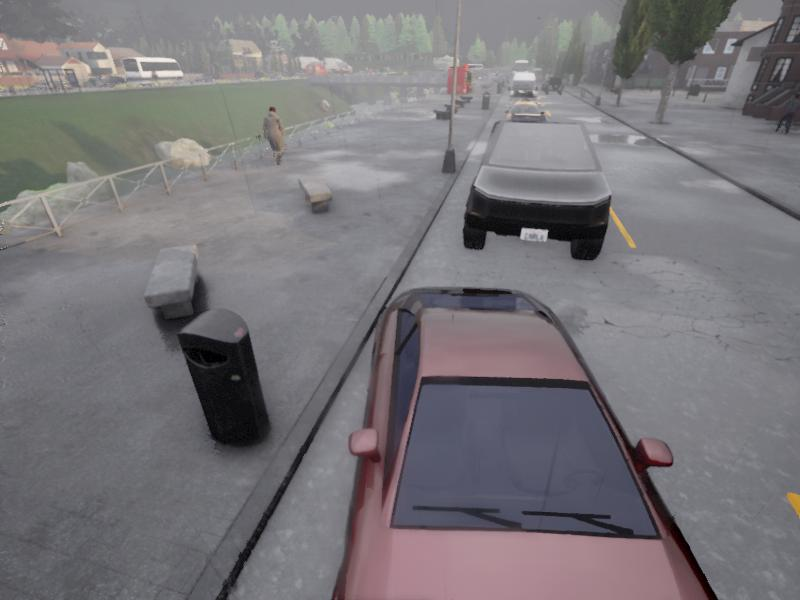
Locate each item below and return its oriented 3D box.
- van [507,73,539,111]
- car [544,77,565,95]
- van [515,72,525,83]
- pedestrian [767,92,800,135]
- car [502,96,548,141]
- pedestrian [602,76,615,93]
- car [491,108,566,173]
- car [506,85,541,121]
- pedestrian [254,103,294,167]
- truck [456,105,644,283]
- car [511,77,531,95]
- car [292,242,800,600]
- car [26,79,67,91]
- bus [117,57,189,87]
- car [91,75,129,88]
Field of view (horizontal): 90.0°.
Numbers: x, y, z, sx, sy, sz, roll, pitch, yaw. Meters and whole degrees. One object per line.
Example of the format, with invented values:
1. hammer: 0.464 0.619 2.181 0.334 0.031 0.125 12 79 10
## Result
1. van: 10.273 -17.557 33.545 1.988 2.561 5.915 7 31 12
2. car: 19.187 -26.694 49.843 1.905 1.878 3.866 7 31 12
3. van: 25.012 -46.369 83.403 1.775 1.987 4.442 7 31 12
4. pedestrian: 19.012 -9.110 19.547 0.751 1.860 0.751 5 31 9
5. car: 6.456 -9.606 20.886 1.801 1.575 5.366 7 31 12
6. pedestrian: 26.007 -26.866 49.935 0.751 1.860 0.751 3 30 5
7. car: 4.721 -6.158 15.055 2.128 1.511 4.902 7 31 12
8. car: 8.410 -13.588 27.407 1.932 1.855 4.605 7 31 12
9. pedestrian: -4.154 -5.476 13.306 0.751 1.860 0.751 7 31 12
10. truck: 2.918 -2.858 8.825 2.390 2.098 6.274 7 31 12
11. car: 15.363 -27.258 50.894 2.097 1.767 4.553 7 31 12
12. car: 0.662 1.020 2.934 1.994 1.385 4.181 1 30 2
13. car: -50.576 -30.832 57.336 1.970 1.475 3.806 7 31 12
14. bus: -42.669 -39.749 69.759 3.944 4.253 10.273 7 31 12
15. car: -47.914 -36.182 66.240 2.033 1.649 4.856 7 31 12
